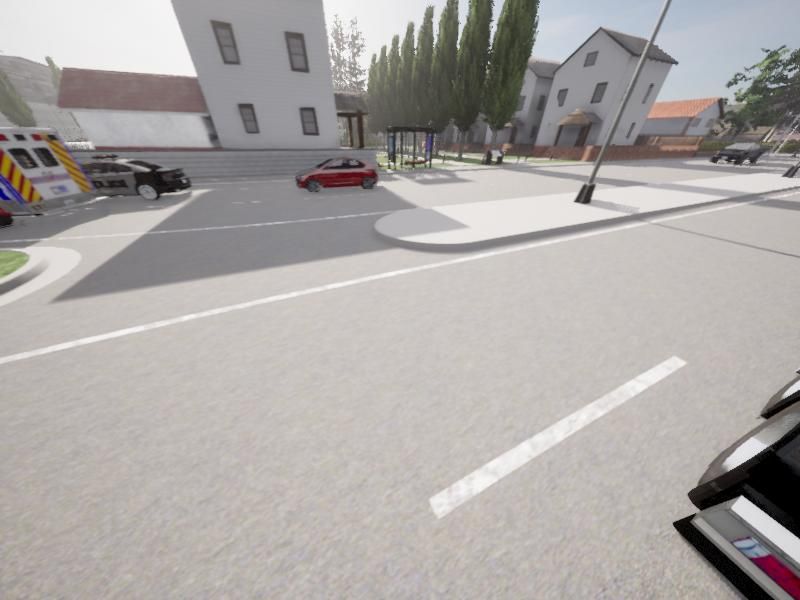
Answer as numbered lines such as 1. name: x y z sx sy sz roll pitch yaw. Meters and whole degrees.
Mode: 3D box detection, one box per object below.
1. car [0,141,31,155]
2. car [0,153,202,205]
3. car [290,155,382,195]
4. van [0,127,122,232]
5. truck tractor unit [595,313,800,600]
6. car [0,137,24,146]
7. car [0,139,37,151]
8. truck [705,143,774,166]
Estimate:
1. car: -55.209 -20.963 31.863 2.038 1.542 4.974 -13 37 -18
2. car: -12.263 -5.251 9.886 5.238 1.638 1.930 -7 36 -10
3. car: -3.259 -6.556 12.002 4.193 1.474 1.816 -12 37 -17
4. van: -13.426 -3.450 6.618 6.366 2.431 2.351 -5 35 -8
5. truck tractor unit: 5.190 -0.213 0.658 6.516 4.208 3.053 -15 38 -20
6. car: -86.509 -34.467 50.106 4.674 1.442 1.812 -8 36 -20
7. car: -68.344 -27.428 40.827 1.801 1.575 5.366 -13 37 -18
8. truck: 39.831 -17.165 27.114 6.274 2.098 2.390 -14 37 -19
